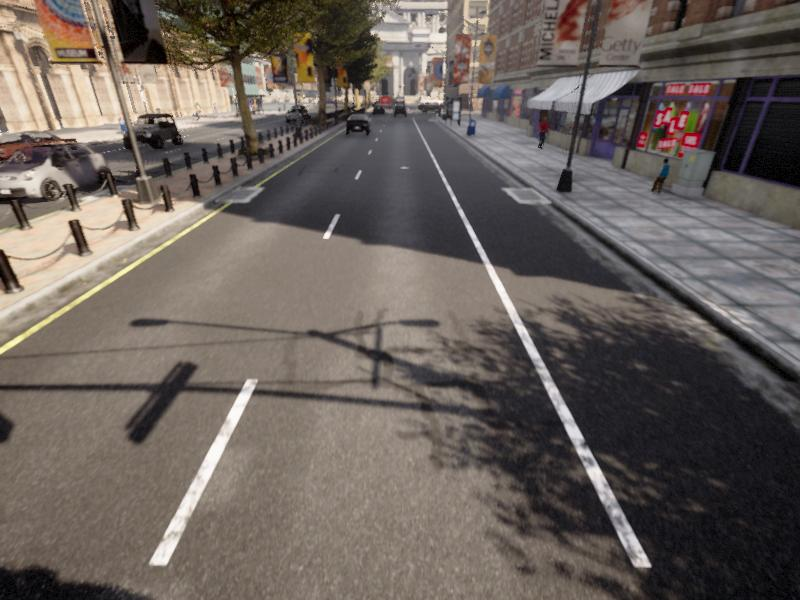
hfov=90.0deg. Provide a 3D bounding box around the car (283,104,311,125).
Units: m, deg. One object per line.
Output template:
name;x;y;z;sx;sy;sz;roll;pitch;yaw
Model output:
car;-11.471;-20.867;44.892;1.932;1.855;4.605;0;27;0

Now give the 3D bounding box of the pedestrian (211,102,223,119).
pedestrian;-22.659;-23.446;49.429;0.751;1.860;0.751;2;27;4

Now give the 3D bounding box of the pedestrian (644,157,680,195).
pedestrian;8.310;-3.940;12.724;0.500;1.100;0.500;0;27;-1

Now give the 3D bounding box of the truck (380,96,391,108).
truck;-3.429;-47.239;95.415;2.627;2.467;5.204;0;27;0

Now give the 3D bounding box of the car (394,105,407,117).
car;0.044;-28.056;59.337;1.837;1.490;4.892;0;27;0

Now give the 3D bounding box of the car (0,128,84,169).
car;-18.233;-7.460;19.480;1.895;1.301;4.718;0;27;0

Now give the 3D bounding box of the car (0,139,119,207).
car;-11.504;-4.281;13.129;1.845;1.501;3.633;0;28;0

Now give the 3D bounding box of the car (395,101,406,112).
car;0.060;-37.319;77.130;1.930;1.638;5.238;0;27;0

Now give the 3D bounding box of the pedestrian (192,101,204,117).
pedestrian;-26.649;-25.236;52.865;0.751;1.860;0.751;3;27;6

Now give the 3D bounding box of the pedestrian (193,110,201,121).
pedestrian;-23.063;-20.995;45.506;0.500;1.100;0.500;-1;27;-2

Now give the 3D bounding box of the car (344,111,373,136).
car;-3.442;-15.118;34.078;1.930;1.638;5.238;0;28;-1

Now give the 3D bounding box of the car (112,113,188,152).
car;-14.980;-10.269;24.312;1.905;1.878;3.866;0;27;0

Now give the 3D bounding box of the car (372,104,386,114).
car;-3.450;-31.691;66.372;1.970;1.475;3.806;0;27;0

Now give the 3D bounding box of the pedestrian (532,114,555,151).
pedestrian;8.027;-9.391;22.455;0.751;1.860;0.751;1;27;1

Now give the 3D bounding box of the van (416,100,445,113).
van;5.391;-34.130;70.561;4.480;2.038;2.069;13;30;23
